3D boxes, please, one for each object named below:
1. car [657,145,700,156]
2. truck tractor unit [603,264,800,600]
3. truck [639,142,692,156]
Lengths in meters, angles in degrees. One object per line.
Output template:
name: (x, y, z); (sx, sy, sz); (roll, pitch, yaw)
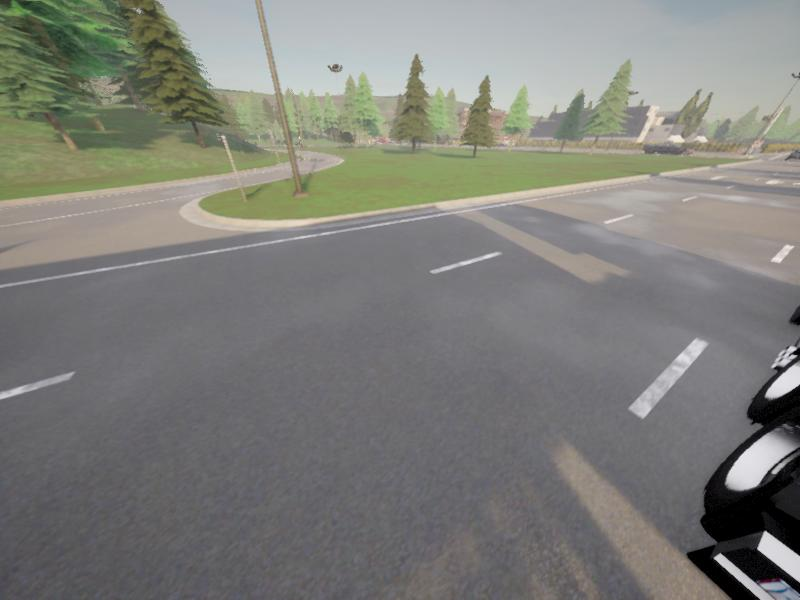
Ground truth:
car: (56.913, -30.701, 47.355); (2.152, 1.651, 5.027); (-18, 39, -25)
truck tractor unit: (5.109, -0.302, 0.794); (6.516, 4.208, 3.053); (-18, 38, -24)
truck: (53.297, -30.478, 46.581); (2.390, 2.098, 6.274); (-18, 39, -25)
